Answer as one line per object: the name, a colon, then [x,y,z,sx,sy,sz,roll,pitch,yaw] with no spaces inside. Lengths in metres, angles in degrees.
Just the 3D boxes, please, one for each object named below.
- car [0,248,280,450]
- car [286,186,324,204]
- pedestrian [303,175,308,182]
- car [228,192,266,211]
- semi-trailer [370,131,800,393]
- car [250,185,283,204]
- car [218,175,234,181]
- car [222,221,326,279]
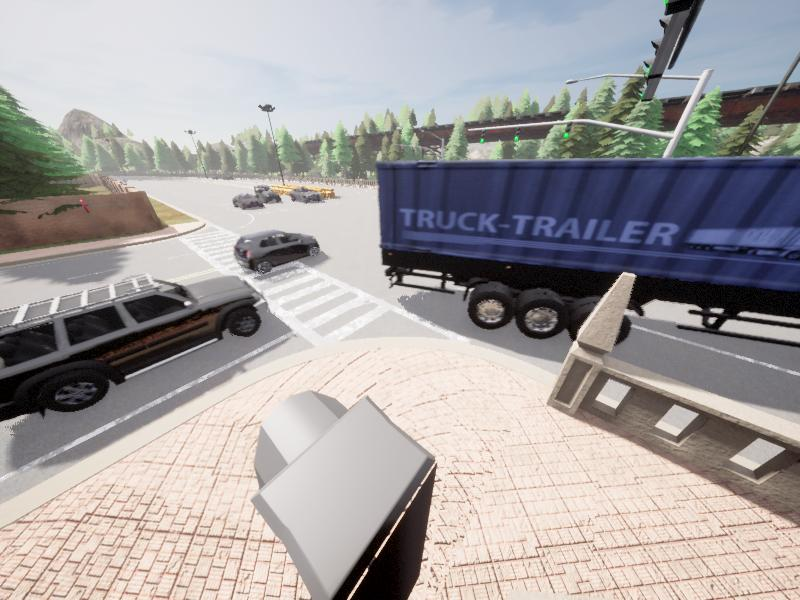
car: [-5.773,0.453,5.349,1.932,1.855,4.605,23,38,34]
car: [-12.457,-13.824,30.328,5.027,1.651,2.152,23,37,34]
pedestrian: [-27.339,-35.106,66.598,0.751,1.860,0.751,23,37,34]
car: [-17.133,-11.109,25.878,4.181,1.385,1.994,23,37,34]
semi-trailer: [6.482,-1.030,5.351,14.254,4.402,2.717,10,31,17]
car: [-17.225,-13.664,29.784,3.866,1.878,1.905,23,37,34]
car: [-59.033,-41.457,78.310,4.892,1.490,1.837,16,33,25]
car: [-5.631,-2.518,10.838,1.845,1.501,3.633,19,35,29]
